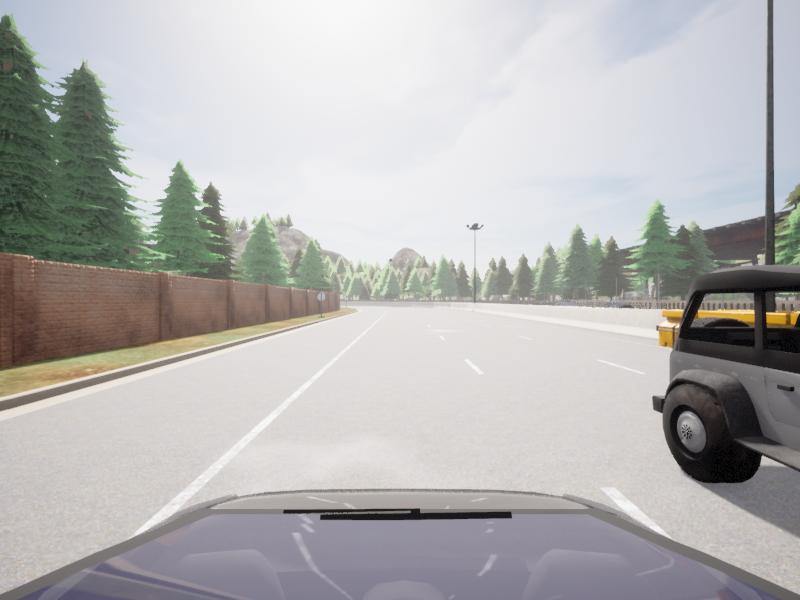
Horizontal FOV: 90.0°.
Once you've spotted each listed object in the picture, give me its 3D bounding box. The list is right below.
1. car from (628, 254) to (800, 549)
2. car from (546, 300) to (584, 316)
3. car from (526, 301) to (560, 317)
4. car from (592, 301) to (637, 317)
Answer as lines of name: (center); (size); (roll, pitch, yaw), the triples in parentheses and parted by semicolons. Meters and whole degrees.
car: (3.501, 0.646, 2.535); (1.905, 1.878, 3.866); (0, 0, 0)
car: (17.538, 0.829, 42.851); (2.038, 1.542, 4.974); (0, 0, 0)
car: (14.035, 0.853, 39.372); (1.970, 1.475, 3.806); (0, 0, 0)
car: (21.033, 0.843, 39.541); (1.837, 1.490, 4.892); (0, 0, 0)
